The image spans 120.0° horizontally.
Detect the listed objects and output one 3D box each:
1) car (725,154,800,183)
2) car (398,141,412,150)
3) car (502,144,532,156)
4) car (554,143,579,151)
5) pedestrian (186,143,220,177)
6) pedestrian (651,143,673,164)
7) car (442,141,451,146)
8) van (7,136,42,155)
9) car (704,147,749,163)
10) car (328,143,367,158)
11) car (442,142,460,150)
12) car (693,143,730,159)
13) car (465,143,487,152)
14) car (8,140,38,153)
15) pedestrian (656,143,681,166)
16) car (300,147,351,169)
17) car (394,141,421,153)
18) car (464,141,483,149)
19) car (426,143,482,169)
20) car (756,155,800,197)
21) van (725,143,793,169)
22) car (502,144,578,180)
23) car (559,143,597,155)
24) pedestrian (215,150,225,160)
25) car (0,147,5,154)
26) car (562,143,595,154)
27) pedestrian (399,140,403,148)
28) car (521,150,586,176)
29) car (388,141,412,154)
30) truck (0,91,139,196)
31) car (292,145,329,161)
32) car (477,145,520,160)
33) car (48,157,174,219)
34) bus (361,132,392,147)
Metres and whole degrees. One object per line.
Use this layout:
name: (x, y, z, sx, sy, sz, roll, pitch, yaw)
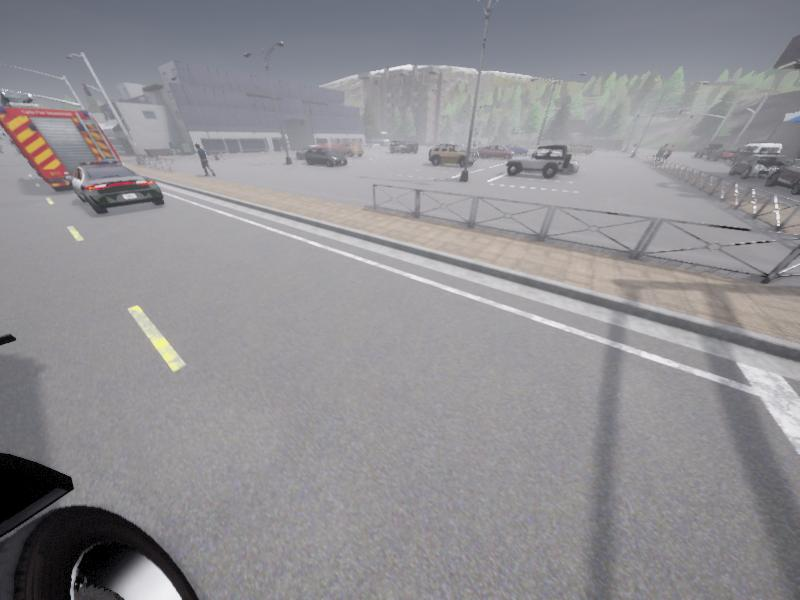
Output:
car: (26.252, -9.614, 16.719, 1.970, 1.475, 3.806, 22, 41, 28)
car: (1.243, -41.980, 62.594, 1.905, 1.878, 3.866, 22, 41, 28)
car: (18.583, -23.903, 36.803, 3.633, 1.501, 1.845, 22, 40, 28)
car: (40.895, -37.645, 56.761, 4.792, 1.488, 2.163, 22, 40, 28)
pedestrian: (-12.649, -9.004, 14.888, 0.751, 1.860, 0.751, 2, 35, 2)
pedestrian: (28.452, -15.963, 25.146, 0.751, 1.860, 0.751, 21, 40, 27)
car: (17.294, -58.440, 86.369, 1.845, 1.501, 3.633, 22, 41, 28)
van: (-63.401, -26.091, 38.996, 5.915, 2.561, 1.988, 22, 41, 28)
car: (42.003, -18.863, 29.885, 2.007, 1.525, 4.514, 22, 41, 28)
car: (-7.360, -20.958, 32.313, 5.027, 1.636, 2.152, 22, 40, 28)
car: (12.131, -36.955, 55.545, 3.633, 1.501, 1.845, 22, 40, 28)
car: (45.773, -22.049, 34.118, 1.905, 1.878, 3.866, 22, 41, 28)
car: (16.488, -33.101, 50.057, 3.806, 1.475, 1.970, 22, 40, 28)
car: (-71.679, -29.233, 43.945, 5.566, 2.045, 2.150, 22, 41, 28)
pedestrian: (26.596, -14.407, 22.924, 0.751, 1.860, 0.751, 22, 41, 28)
car: (-7.126, -13.680, 22.166, 4.514, 1.523, 2.007, 22, 40, 28)
car: (1.331, -28.507, 42.997, 4.605, 1.855, 1.932, 22, 40, 28)
car: (21.413, -45.496, 67.634, 4.605, 1.855, 1.932, 22, 40, 28)
car: (5.056, -13.801, 21.986, 4.605, 1.855, 1.932, 22, 40, 28)
car: (22.586, -6.721, 12.455, 2.033, 1.649, 4.856, 22, 41, 28)
van: (37.133, -15.149, 24.134, 2.069, 2.038, 4.480, 22, 41, 28)
car: (9.603, -9.681, 16.064, 3.866, 1.878, 1.905, 22, 40, 28)
car: (31.673, -26.923, 41.132, 5.027, 1.636, 2.152, 22, 40, 28)
pedestrian: (-22.609, -18.229, 29.032, 0.500, 1.100, 0.500, 22, 40, 28)
car: (-72.303, -26.803, 40.942, 4.892, 1.490, 1.837, 22, 41, 28)
car: (33.435, -28.404, 43.264, 4.514, 1.523, 2.007, 22, 40, 28)
pedestrian: (0.293, -50.172, 74.276, 0.751, 1.860, 0.751, 20, 40, 26)
car: (12.015, -10.807, 18.167, 3.806, 1.475, 1.970, 22, 40, 28)
car: (-0.002, -27.024, 40.843, 3.866, 1.878, 1.905, 22, 40, 28)
truck: (-18.967, -8.597, 12.896, 8.468, 3.827, 2.891, 22, 41, 28)
car: (-10.786, -17.776, 27.905, 3.806, 1.475, 1.970, 22, 40, 28)
car: (12.802, -19.246, 30.114, 4.514, 1.523, 2.007, 22, 40, 28)
car: (-11.689, -4.704, 9.331, 4.974, 1.542, 2.038, 22, 41, 28)
bus: (-8.183, -55.799, 80.281, 10.273, 4.253, 3.944, 22, 40, 28)
